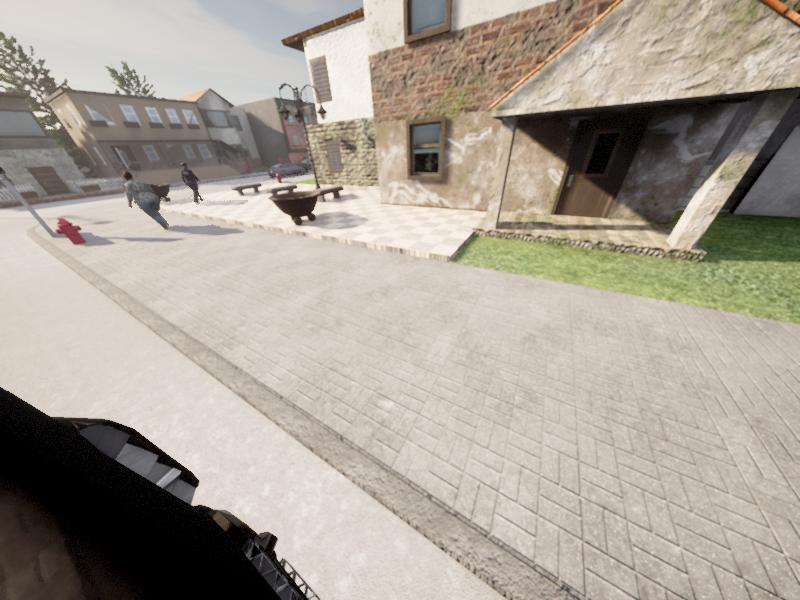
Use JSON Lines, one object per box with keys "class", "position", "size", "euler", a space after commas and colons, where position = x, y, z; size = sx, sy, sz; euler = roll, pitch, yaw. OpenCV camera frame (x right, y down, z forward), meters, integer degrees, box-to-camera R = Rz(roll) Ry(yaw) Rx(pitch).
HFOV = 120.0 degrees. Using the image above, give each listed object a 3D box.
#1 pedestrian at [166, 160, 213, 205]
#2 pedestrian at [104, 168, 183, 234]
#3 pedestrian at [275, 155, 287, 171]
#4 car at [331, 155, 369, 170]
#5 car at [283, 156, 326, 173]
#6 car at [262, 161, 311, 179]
{"class": "pedestrian", "position": [-10.220, -5.721, 11.316], "size": [0.751, 1.860, 0.751], "euler": [-7, 34, -6]}
{"class": "pedestrian", "position": [-8.333, -3.228, 7.609], "size": [0.751, 1.860, 0.751], "euler": [7, 35, 15]}
{"class": "pedestrian", "position": [-16.939, -19.443, 32.824], "size": [0.751, 1.860, 0.751], "euler": [4, 34, 11]}
{"class": "car", "position": [-6.992, -19.725, 33.085], "size": [2.033, 1.411, 5.357], "euler": [18, 39, 28]}
{"class": "car", "position": [-12.765, -18.470, 31.442], "size": [1.930, 1.638, 5.238], "euler": [15, 37, 25]}
{"class": "car", "position": [-12.265, -14.255, 25.281], "size": [1.994, 1.385, 4.181], "euler": [17, 38, 27]}
